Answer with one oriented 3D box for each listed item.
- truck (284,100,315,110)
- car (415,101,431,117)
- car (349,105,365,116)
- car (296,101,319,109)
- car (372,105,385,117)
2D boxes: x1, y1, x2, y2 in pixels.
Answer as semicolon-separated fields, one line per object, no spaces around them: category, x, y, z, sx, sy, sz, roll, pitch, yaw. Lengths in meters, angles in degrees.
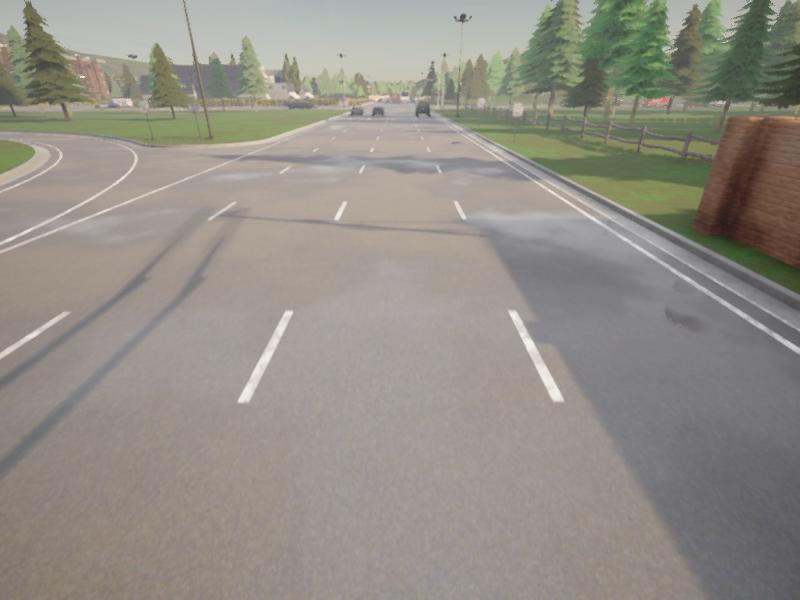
truck;-23.410;-45.585;93.352;6.274;2.098;2.390;-1;27;0
car;3.529;-29.873;62.555;2.150;2.045;5.566;0;27;0
car;-6.970;-31.085;65.601;2.128;1.511;4.902;0;27;0
car;-22.263;-46.983;96.586;5.027;1.651;2.152;0;27;0
car;-3.470;-30.522;64.488;1.837;1.490;4.892;0;27;0
